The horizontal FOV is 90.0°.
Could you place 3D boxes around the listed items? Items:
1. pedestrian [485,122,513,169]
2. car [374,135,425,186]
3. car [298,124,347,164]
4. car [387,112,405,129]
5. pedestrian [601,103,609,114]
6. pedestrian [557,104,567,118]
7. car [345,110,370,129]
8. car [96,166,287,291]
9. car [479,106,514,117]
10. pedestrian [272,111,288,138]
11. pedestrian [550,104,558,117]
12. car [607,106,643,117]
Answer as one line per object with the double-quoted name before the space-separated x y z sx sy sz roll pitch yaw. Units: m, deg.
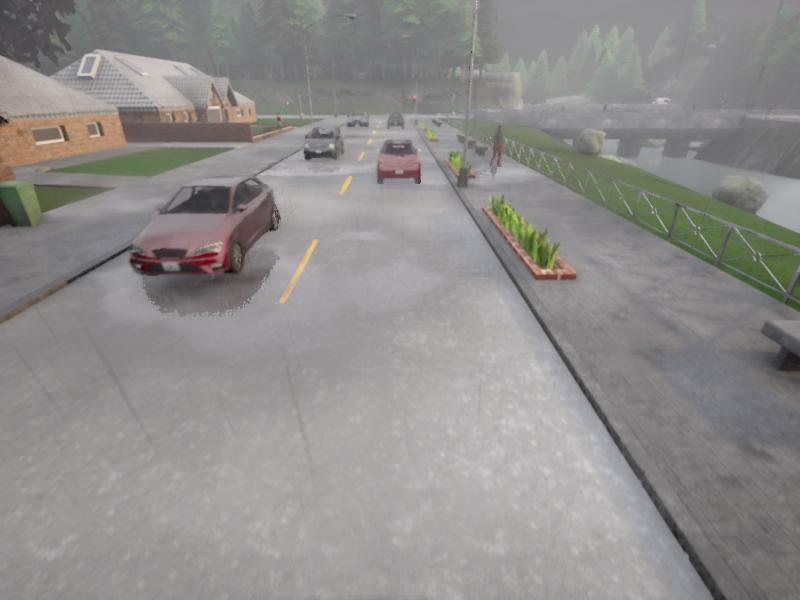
"pedestrian" 4.424 -6.942 17.987 0.751 1.860 0.751 -8 28 -15
"car" -0.047 -5.792 16.377 1.845 1.501 3.633 0 27 0
"car" -4.071 -8.536 21.669 1.851 1.617 3.988 0 27 0
"car" -0.439 -19.309 42.948 1.816 1.474 4.193 0 27 0
"pedestrian" 36.929 -34.506 72.075 0.751 1.860 0.751 -15 30 -26
"pedestrian" 24.572 -28.662 60.605 0.751 1.860 0.751 -7 28 -13
"car" -4.410 -19.267 42.647 2.242 1.667 4.611 0 27 -1
"car" -3.928 -1.772 8.548 1.816 1.474 4.193 0 27 -1
"car" 15.475 -30.394 64.573 4.974 1.542 2.038 0 27 -1
"pedestrian" -9.364 -13.655 31.145 0.751 1.860 0.751 2 27 4
"pedestrian" 23.644 -29.118 61.499 0.751 1.860 0.751 2 27 4
"car" 38.341 -32.303 68.395 4.611 1.667 2.242 0 27 -1
